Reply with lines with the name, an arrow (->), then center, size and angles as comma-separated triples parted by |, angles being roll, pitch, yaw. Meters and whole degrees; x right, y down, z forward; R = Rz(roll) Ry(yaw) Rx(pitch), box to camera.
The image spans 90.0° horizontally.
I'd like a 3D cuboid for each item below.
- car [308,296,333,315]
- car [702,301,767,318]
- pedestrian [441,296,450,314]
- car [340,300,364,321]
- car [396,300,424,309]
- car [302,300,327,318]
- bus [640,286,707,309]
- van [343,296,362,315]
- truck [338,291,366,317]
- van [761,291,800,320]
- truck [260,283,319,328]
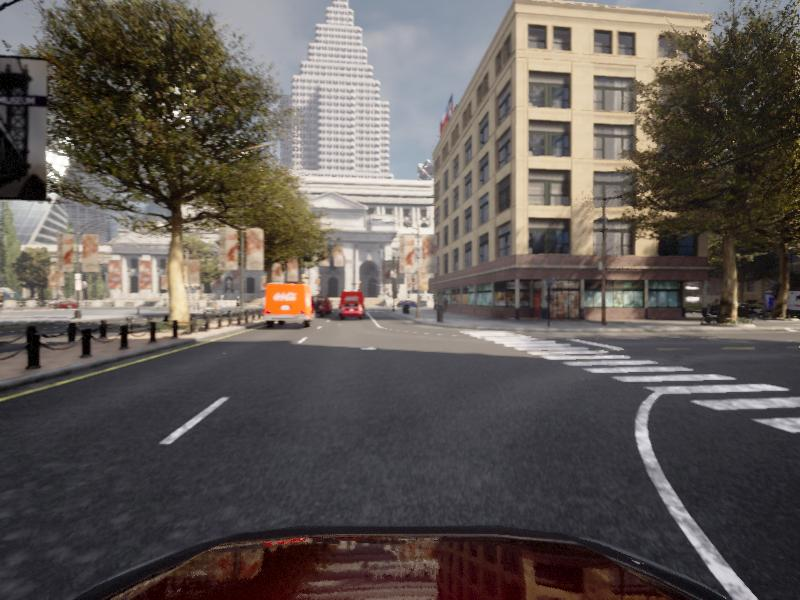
car -> -8.806, 0.588, 44.666 | 2.150, 2.045, 5.566 | 0, 0, -5
car -> 33.427, 0.901, 40.148 | 2.128, 1.511, 4.902 | 0, 0, -6
pedestrian -> 4.781, 0.519, 42.209 | 0.751, 1.860, 0.751 | 0, 0, -10
car -> -3.939, 0.806, 32.828 | 1.851, 1.617, 3.988 | 0, 0, -7
car -> 1.854, 0.819, 73.192 | 4.856, 1.649, 2.033 | 0, 0, -6
car -> -8.042, 0.804, 37.941 | 1.851, 1.617, 3.988 | 0, 0, -6
bus -> 51.214, -0.431, 75.018 | 10.273, 4.253, 3.944 | 0, 0, -5
van -> -5.478, 0.596, 46.630 | 2.069, 2.038, 4.480 | 0, 0, -6
truck -> -4.704, 0.378, 39.544 | 2.627, 2.467, 5.204 | 0, 0, -6
van -> 34.201, 0.439, 33.186 | 2.351, 2.431, 6.366 | 0, 0, -6
truck -> -6.568, 0.354, 24.505 | 2.627, 2.467, 5.204 | 0, -1, -6
